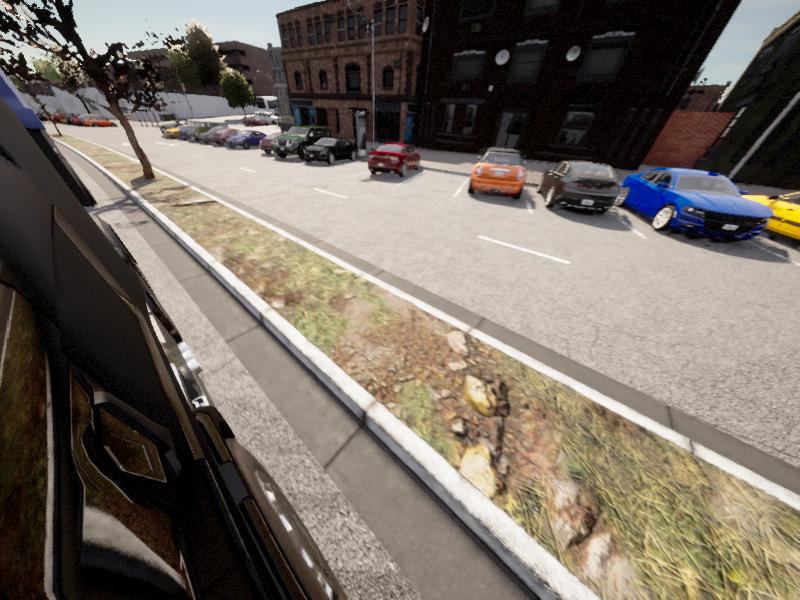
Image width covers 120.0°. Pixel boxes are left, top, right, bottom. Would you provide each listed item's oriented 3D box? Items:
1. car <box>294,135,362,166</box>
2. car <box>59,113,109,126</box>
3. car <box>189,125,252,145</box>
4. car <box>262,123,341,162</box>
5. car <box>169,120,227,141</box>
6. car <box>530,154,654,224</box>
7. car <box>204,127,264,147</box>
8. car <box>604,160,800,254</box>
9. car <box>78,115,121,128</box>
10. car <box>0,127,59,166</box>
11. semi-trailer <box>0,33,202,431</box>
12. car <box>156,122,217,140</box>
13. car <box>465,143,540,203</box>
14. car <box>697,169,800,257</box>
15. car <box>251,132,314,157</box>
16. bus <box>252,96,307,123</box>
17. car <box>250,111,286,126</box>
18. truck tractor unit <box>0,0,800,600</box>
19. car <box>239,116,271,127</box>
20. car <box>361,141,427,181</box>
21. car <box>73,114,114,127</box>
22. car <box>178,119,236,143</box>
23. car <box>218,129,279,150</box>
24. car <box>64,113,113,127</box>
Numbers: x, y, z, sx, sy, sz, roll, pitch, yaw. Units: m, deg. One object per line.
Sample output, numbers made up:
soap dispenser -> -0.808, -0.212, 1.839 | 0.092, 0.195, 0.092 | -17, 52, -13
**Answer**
car -> -4.814, -10.748, 16.466 | 2.097, 1.535, 5.008 | 13, 37, 13
car -> -68.135, -39.013, 50.003 | 2.435, 2.045, 5.566 | 8, 37, 7
car -> -19.141, -17.842, 25.012 | 2.231, 1.521, 4.892 | 12, 37, 11
car -> -7.171, -12.135, 17.745 | 2.435, 2.045, 5.566 | 13, 37, 13
car -> -23.991, -20.256, 27.711 | 2.185, 1.767, 4.553 | 12, 37, 11
car -> 6.804, -4.608, 9.019 | 2.231, 1.521, 4.892 | 14, 37, 15
car -> -16.738, -16.644, 23.634 | 2.002, 1.452, 4.674 | 12, 37, 12
car -> 9.112, -3.372, 7.515 | 2.097, 1.535, 5.008 | 15, 37, 15
car -> -60.392, -35.861, 46.530 | 2.185, 1.767, 4.553 | 8, 37, 7
car -> -20.050, -8.074, 12.013 | 4.181, 1.385, 1.994 | 27, 43, 28
semi-trailer -> -8.755, -3.566, 4.170 | 14.254, 4.402, 2.717 | 27, 43, 29
car -> -26.503, -21.173, 28.971 | 1.946, 1.575, 5.366 | 12, 37, 11
car -> 4.498, -5.945, 10.444 | 2.185, 1.767, 4.553 | 14, 37, 14
car -> 11.447, -2.223, 6.130 | 1.946, 1.575, 5.366 | 14, 37, 15
car -> -9.558, -13.111, 19.381 | 2.002, 1.452, 4.674 | 13, 37, 13
bus -> -27.300, -44.050, 53.155 | 3.944, 4.253, 10.273 | 22, 46, 21
car -> -26.695, -36.788, 46.838 | 5.566, 2.045, 2.435 | 9, 43, 7
truck tractor unit -> -2.645, -0.295, 0.351 | 6.516, 4.208, 3.053 | 28, 44, 30
car -> -28.266, -34.846, 45.092 | 4.674, 1.452, 2.002 | 9, 43, 7
car -> -0.140, -8.315, 13.519 | 2.097, 1.535, 5.008 | 14, 37, 14
car -> -62.976, -36.906, 47.581 | 1.878, 1.987, 4.442 | 9, 37, 7
car -> -21.589, -19.110, 26.166 | 1.878, 1.987, 4.442 | 12, 37, 11
car -> -14.326, -15.476, 22.230 | 2.002, 1.452, 4.674 | 13, 37, 12
car -> -65.544, -37.981, 48.800 | 2.435, 2.045, 5.566 | 9, 36, 7
